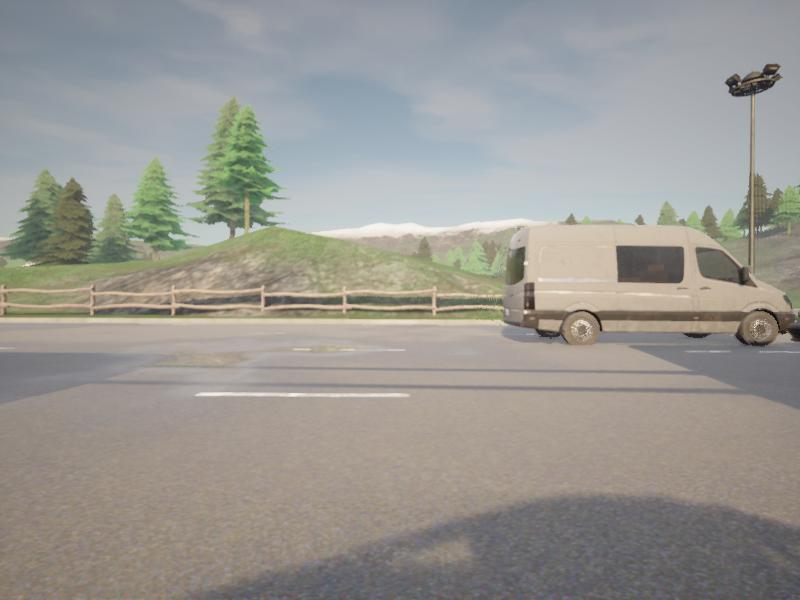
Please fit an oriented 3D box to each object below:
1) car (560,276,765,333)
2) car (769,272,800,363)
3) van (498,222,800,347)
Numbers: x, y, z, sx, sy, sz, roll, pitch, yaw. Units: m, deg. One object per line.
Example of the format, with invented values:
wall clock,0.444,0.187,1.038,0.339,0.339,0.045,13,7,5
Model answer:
car,8.068,0.133,12.678,5.238,1.638,1.930,0,0,0
car,8.865,0.282,5.671,5.357,1.411,2.033,0,0,0
van,5.461,-0.315,9.180,5.915,2.561,1.988,0,0,0
